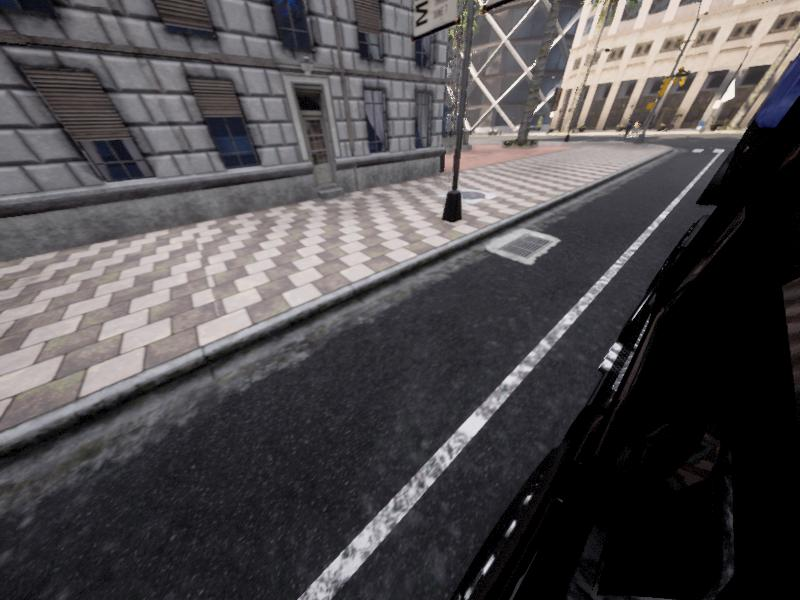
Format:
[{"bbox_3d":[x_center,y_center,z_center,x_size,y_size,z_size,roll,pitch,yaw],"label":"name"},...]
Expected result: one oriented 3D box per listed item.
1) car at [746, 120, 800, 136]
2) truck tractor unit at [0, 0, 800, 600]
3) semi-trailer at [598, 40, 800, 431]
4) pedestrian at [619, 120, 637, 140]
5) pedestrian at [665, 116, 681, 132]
[{"bbox_3d":[40.893,-18.135,24.391,1.895,1.301,4.718,-28,43,-30],"label":"car"},{"bbox_3d":[2.645,-0.295,0.351,6.516,4.208,3.053,-28,44,-30],"label":"truck tractor unit"},{"bbox_3d":[8.698,-3.596,4.240,14.254,4.402,2.717,-28,44,-30],"label":"semi-trailer"},{"bbox_3d":[27.161,-20.228,27.521,0.751,1.860,0.751,-30,44,-31],"label":"pedestrian"},{"bbox_3d":[40.251,-25.901,34.078,0.751,1.860,0.751,19,42,26],"label":"pedestrian"}]
